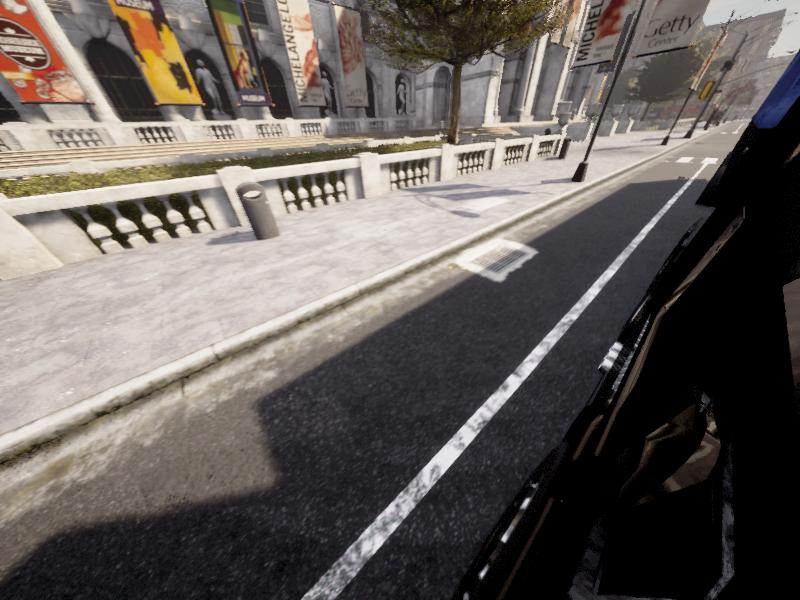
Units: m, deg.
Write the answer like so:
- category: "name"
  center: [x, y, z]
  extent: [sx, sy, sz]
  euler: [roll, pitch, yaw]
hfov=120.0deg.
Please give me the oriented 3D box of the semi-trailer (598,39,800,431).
- category: "semi-trailer"
  center: [8.686, -3.605, 4.252]
  extent: [14.254, 4.402, 2.717]
  euler: [-28, 43, -30]

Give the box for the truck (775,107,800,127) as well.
- category: "truck"
  center: [66.428, -30.803, 38.780]
  extent: [5.204, 2.467, 2.627]
  euler: [-28, 43, -30]

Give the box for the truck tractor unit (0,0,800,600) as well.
- category: "truck tractor unit"
  center: [2.645, -0.295, 0.351]
  extent: [6.516, 4.208, 3.053]
  euler: [-28, 44, -30]
